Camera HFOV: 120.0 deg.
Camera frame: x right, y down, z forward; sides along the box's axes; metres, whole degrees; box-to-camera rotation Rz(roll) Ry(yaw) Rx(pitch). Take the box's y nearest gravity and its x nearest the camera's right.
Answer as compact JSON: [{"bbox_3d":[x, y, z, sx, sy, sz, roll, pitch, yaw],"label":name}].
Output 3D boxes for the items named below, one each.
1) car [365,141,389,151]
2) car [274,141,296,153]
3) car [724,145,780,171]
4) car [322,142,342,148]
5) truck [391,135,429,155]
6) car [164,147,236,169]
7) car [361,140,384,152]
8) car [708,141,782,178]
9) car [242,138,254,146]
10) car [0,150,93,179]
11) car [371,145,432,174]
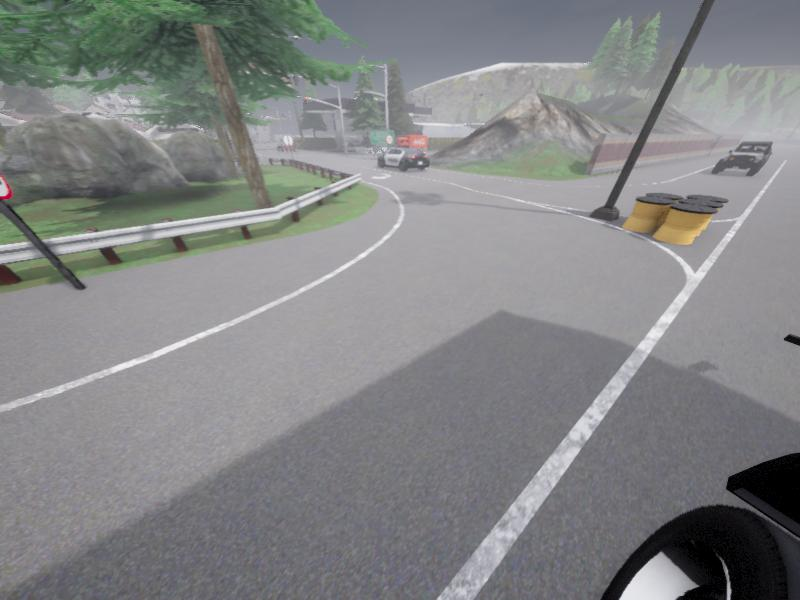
[{"bbox_3d":[-4.935,-33.338,49.860,4.611,1.667,2.242,-23,41,-28],"label":"car"},{"bbox_3d":[-20.729,-27.695,41.683,2.242,1.667,4.611,-21,40,-29],"label":"car"},{"bbox_3d":[28.595,-11.604,18.774,3.705,1.549,1.789,-22,41,-28],"label":"car"},{"bbox_3d":[-18.446,-42.318,62.906,4.718,1.301,1.895,-22,41,-28],"label":"car"},{"bbox_3d":[1.583,-24.562,36.556,5.204,2.467,2.627,-19,39,-25],"label":"truck"},{"bbox_3d":[-18.712,-13.524,21.936,4.792,1.488,2.163,-22,41,-28],"label":"car"},{"bbox_3d":[-5.187,-29.365,43.940,3.866,1.878,1.905,-23,41,-28],"label":"car"},{"bbox_3d":[23.764,-9.774,15.927,3.866,1.878,1.905,-22,41,-28],"label":"car"},{"bbox_3d":[-48.505,-50.402,73.625,2.150,2.045,5.566,-22,41,-28],"label":"car"},{"bbox_3d":[-27.217,-10.106,17.110,5.008,1.535,1.882,-22,41,-27],"label":"car"},{"bbox_3d":[-0.017,-10.867,17.641,2.038,1.542,4.974,-22,41,-28],"label":"car"}]
